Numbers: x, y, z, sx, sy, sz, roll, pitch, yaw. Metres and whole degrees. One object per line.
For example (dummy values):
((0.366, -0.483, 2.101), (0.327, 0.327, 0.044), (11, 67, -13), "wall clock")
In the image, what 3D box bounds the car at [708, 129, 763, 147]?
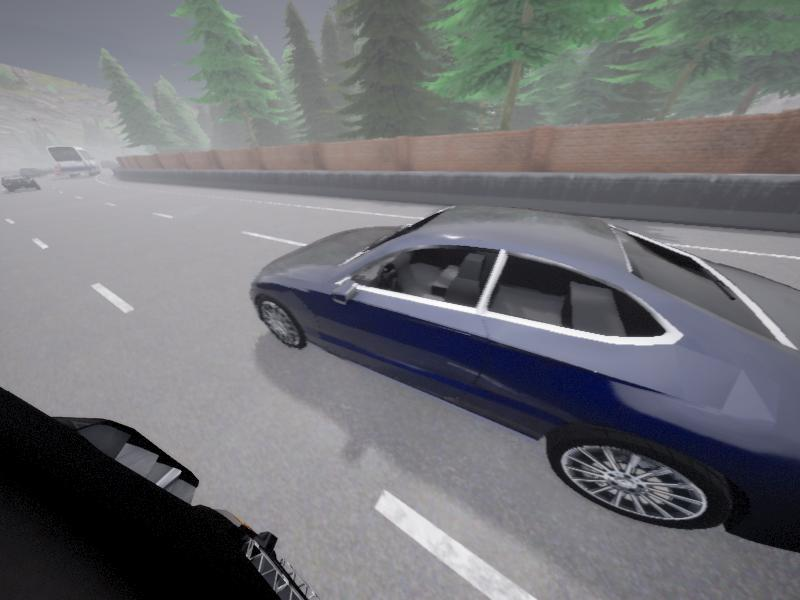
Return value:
((41.478, -20.152, 28.738), (2.038, 1.542, 4.974), (15, 38, 27), "car")

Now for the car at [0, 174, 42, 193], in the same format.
((-38.179, -11.820, 23.254), (4.718, 1.301, 1.895), (21, 41, 31), "car")

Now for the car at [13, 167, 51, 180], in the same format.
((-64.654, -22.410, 40.717), (2.033, 1.649, 4.856), (-26, 40, -30), "car")

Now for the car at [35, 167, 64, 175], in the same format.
((-78.719, -29.093, 52.027), (1.895, 1.301, 4.718), (-22, 38, -25), "car")

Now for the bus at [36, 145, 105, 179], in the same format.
((-54.792, -23.372, 39.015), (3.944, 4.253, 10.273), (-29, 42, -33), "bus")

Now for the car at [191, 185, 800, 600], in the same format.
((0.548, -0.118, 2.563), (5.027, 1.651, 2.152), (16, 38, 26), "car")

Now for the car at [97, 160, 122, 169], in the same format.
((-85.699, -40.141, 68.269), (2.150, 2.045, 5.566), (-17, 36, -20), "car")
